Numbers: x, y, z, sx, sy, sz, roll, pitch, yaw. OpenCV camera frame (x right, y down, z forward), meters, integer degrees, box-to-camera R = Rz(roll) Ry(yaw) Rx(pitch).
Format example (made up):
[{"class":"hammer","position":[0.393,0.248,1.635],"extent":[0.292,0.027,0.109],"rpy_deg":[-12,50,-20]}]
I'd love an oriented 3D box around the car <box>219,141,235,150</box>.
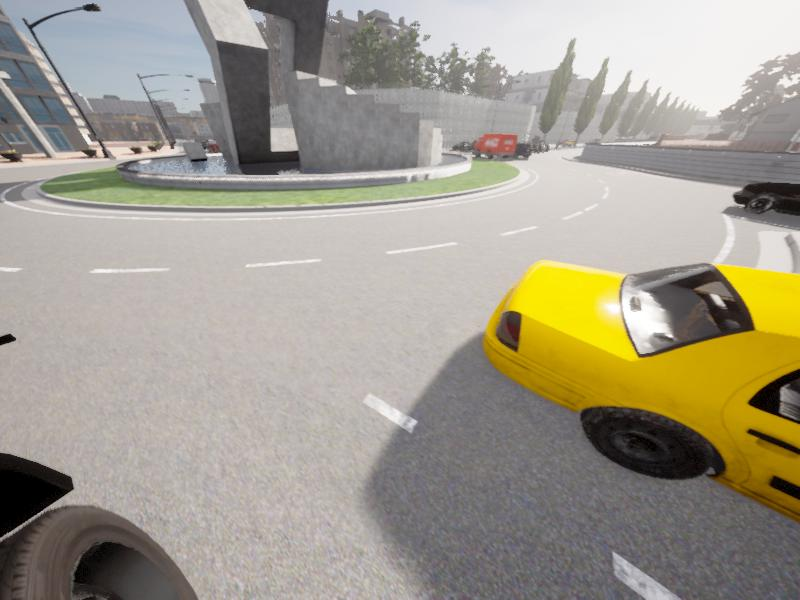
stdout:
[{"class":"car","position":[-33.813,-30.082,45.012],"extent":[1.895,1.301,4.718],"rpy_deg":[-22,41,-28]}]

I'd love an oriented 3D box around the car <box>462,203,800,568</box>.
[{"class":"car","position":[3.390,0.781,1.427],"extent":[5.366,1.575,1.801],"rpy_deg":[23,41,29]}]

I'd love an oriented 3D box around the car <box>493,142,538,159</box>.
[{"class":"car","position":[14.427,-18.921,29.177],"extent":[2.033,1.649,4.856],"rpy_deg":[-11,37,-17]}]

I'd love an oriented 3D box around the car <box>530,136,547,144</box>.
[{"class":"car","position":[43.183,-49.883,72.052],"extent":[1.905,1.878,3.866],"rpy_deg":[-24,45,-30]}]

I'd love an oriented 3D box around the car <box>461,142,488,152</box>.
[{"class":"car","position":[13.176,-26.959,40.656],"extent":[4.674,1.442,1.812],"rpy_deg":[-23,42,-29]}]

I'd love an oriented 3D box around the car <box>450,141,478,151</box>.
[{"class":"car","position":[12.046,-29.009,43.464],"extent":[4.974,1.542,2.038],"rpy_deg":[-24,42,-30]}]

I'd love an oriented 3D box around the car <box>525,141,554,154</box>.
[{"class":"car","position":[23.289,-25.518,38.591],"extent":[4.974,1.542,2.038],"rpy_deg":[-26,43,-31]}]

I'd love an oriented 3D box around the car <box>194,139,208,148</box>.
[{"class":"car","position":[-45.251,-35.580,52.540],"extent":[1.837,1.490,4.892],"rpy_deg":[-24,42,-30]}]

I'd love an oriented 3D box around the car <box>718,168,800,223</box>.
[{"class":"car","position":[13.979,-2.985,7.018],"extent":[1.895,1.301,4.718],"rpy_deg":[-14,38,-19]}]

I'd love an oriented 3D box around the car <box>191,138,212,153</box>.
[{"class":"car","position":[-32.503,-25.427,37.944],"extent":[1.905,1.878,3.866],"rpy_deg":[-20,40,-26]}]

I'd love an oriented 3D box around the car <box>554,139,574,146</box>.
[{"class":"car","position":[50.734,-48.735,71.470],"extent":[4.674,1.442,1.812],"rpy_deg":[2,35,5]}]

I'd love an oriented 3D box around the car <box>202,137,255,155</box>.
[{"class":"car","position":[-24.833,-22.496,33.709],"extent":[2.150,2.045,5.566],"rpy_deg":[27,43,33]}]

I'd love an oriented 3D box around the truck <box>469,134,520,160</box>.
[{"class":"truck","position":[11.255,-18.615,28.007],"extent":[2.627,2.467,5.204],"rpy_deg":[-11,37,-17]}]

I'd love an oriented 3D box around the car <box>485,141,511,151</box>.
[{"class":"car","position":[18.658,-29.378,44.008],"extent":[4.974,1.542,2.038],"rpy_deg":[-24,42,-30]}]

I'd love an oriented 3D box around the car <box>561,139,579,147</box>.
[{"class":"car","position":[44.781,-41.426,60.939],"extent":[5.366,1.575,1.801],"rpy_deg":[-25,42,-30]}]
